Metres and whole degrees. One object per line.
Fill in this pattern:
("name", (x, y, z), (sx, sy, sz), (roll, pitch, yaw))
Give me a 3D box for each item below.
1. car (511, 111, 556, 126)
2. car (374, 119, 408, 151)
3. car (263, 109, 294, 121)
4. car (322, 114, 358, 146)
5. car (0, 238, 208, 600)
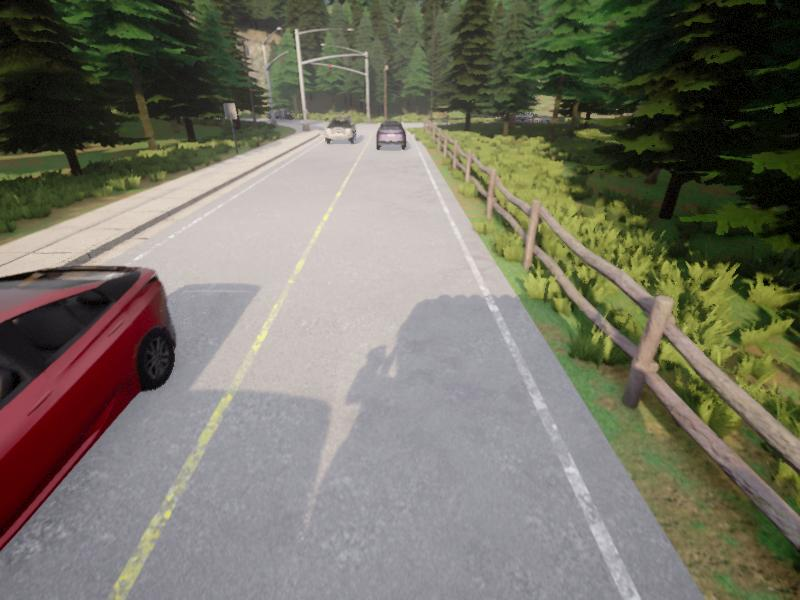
("car", (15.695, -21.487, 47.355), (4.674, 1.442, 1.812), (4, 27, 8))
("car", (-0.581, -11.103, 26.730), (2.033, 1.649, 4.856), (0, 27, -1))
("car", (-17.180, -26.249, 56.667), (3.806, 1.475, 1.970), (15, 31, 27))
("car", (-4.202, -12.291, 28.796), (1.932, 1.855, 4.605), (-1, 27, -1))
("car", (-3.668, 0.949, 3.168), (2.007, 1.525, 4.514), (0, 27, 0))
